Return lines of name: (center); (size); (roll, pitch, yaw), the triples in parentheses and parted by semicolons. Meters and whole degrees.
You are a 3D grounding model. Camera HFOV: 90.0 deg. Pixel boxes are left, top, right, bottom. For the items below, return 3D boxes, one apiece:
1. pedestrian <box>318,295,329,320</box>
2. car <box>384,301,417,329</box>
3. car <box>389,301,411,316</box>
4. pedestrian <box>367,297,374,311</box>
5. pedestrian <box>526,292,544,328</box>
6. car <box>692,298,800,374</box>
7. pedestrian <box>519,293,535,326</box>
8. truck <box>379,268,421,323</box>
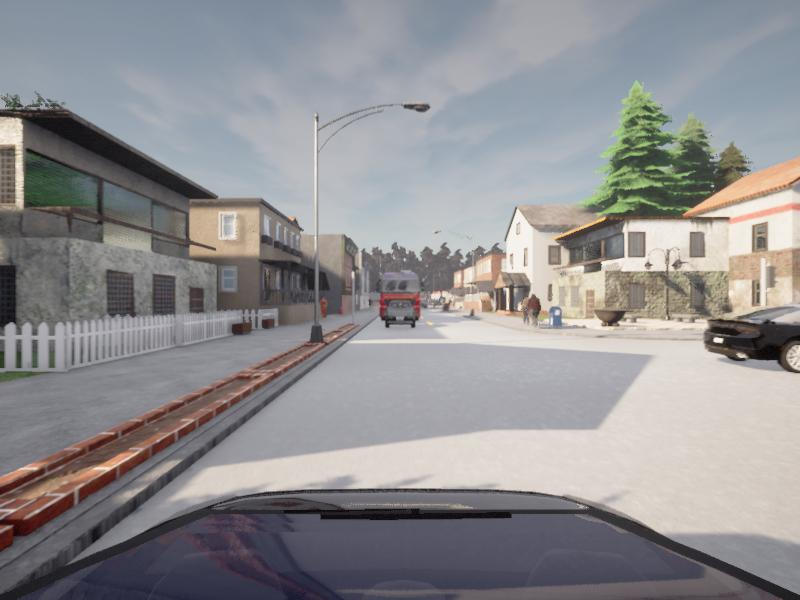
pedestrian: (-5.717, 0.534, 29.879); (0.751, 1.860, 0.751); (0, 0, -2)
car: (0.013, 0.816, 23.684); (1.789, 1.549, 3.705); (0, 0, 0)
car: (0.004, 0.853, 41.168); (2.163, 1.488, 4.792); (0, 0, 0)
pedestrian: (-4.071, 0.535, 54.835); (0.751, 1.860, 0.751); (0, 0, 13)
pedestrian: (7.092, 0.526, 21.028); (0.751, 1.860, 0.751); (0, 0, 10)
car: (10.266, 0.772, 9.433); (5.238, 1.638, 1.930); (0, 0, 5)
pedestrian: (7.306, 0.526, 23.091); (0.751, 1.860, 0.751); (0, 0, 8)
truck: (-0.001, -0.319, 31.960); (2.891, 3.827, 8.468); (0, 0, 0)
